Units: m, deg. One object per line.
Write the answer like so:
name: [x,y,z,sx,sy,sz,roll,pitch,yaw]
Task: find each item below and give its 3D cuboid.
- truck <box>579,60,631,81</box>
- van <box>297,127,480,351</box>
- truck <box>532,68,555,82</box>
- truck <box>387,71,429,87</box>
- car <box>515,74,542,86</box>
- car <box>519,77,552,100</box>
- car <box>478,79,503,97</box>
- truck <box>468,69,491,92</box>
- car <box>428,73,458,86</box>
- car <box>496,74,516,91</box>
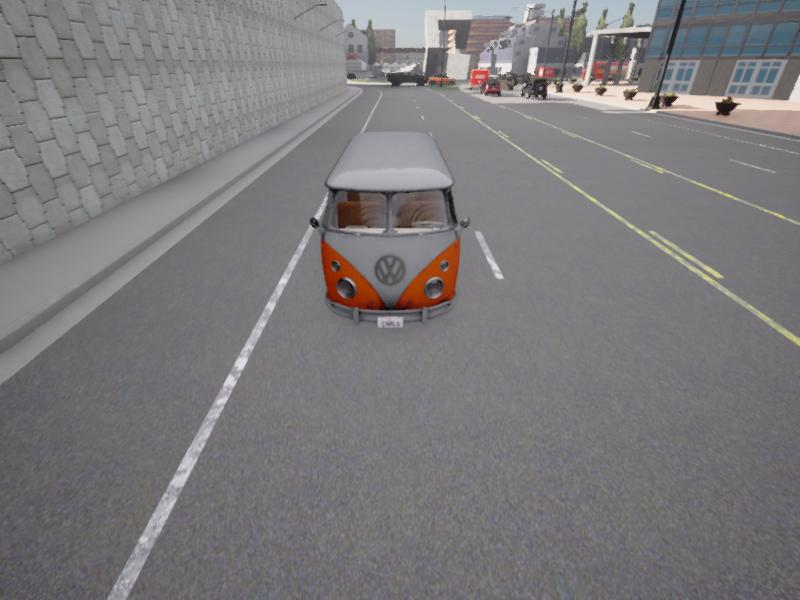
truck: [42.842,-48.157,83.978,8.468,3.827,2.891,3,31,6]
van: [-0.125,-1.359,6.299,1.775,1.987,4.442,0,30,0]
truck: [29.806,-46.853,83.114,2.627,2.467,5.204,-1,30,-1]
truck: [1.226,-34.964,63.299,6.274,2.098,2.390,5,31,9]
car: [22.598,-38.735,70.442,2.152,1.651,5.027,27,40,37]
car: [13.648,-21.471,40.563,1.905,1.878,3.866,0,30,0]
car: [10.134,-23.842,44.874,1.851,1.617,3.988,0,30,0]
truck: [10.749,-29.962,54.449,2.627,2.467,5.204,3,31,6]
car: [6.996,-36.298,65.873,4.553,1.767,2.097,-1,30,-1]
car: [14.123,-29.156,53.642,1.932,1.855,4.605,3,31,6]
